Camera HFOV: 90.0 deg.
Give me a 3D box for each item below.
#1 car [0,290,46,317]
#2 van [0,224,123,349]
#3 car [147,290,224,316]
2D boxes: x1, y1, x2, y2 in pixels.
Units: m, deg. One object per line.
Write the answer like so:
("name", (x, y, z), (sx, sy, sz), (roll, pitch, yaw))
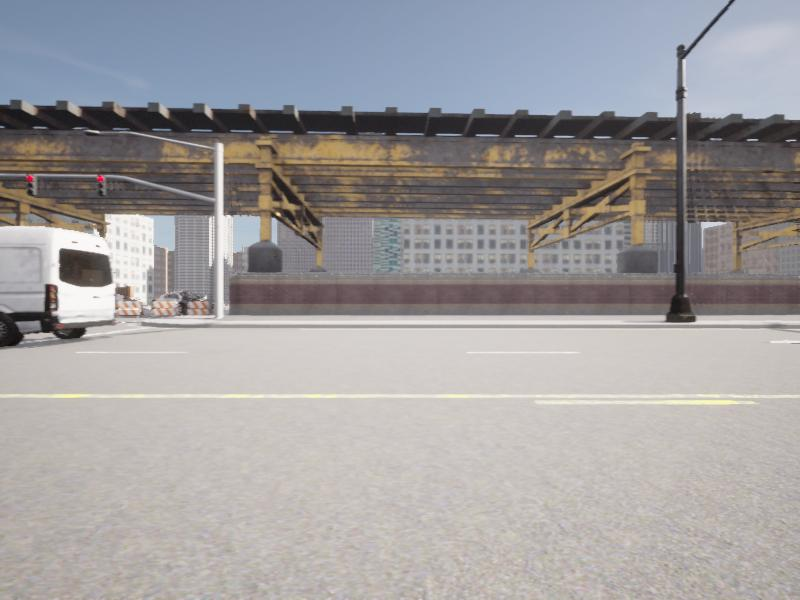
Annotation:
("car", (-23.914, 0.186, 25.136), (4.974, 1.542, 2.038), (0, 0, 44))
("van", (-10.023, -0.281, 9.209), (5.915, 2.561, 1.988), (0, 0, 0))
("car", (-13.939, 0.190, 25.936), (4.974, 1.542, 2.038), (0, 0, 29))
